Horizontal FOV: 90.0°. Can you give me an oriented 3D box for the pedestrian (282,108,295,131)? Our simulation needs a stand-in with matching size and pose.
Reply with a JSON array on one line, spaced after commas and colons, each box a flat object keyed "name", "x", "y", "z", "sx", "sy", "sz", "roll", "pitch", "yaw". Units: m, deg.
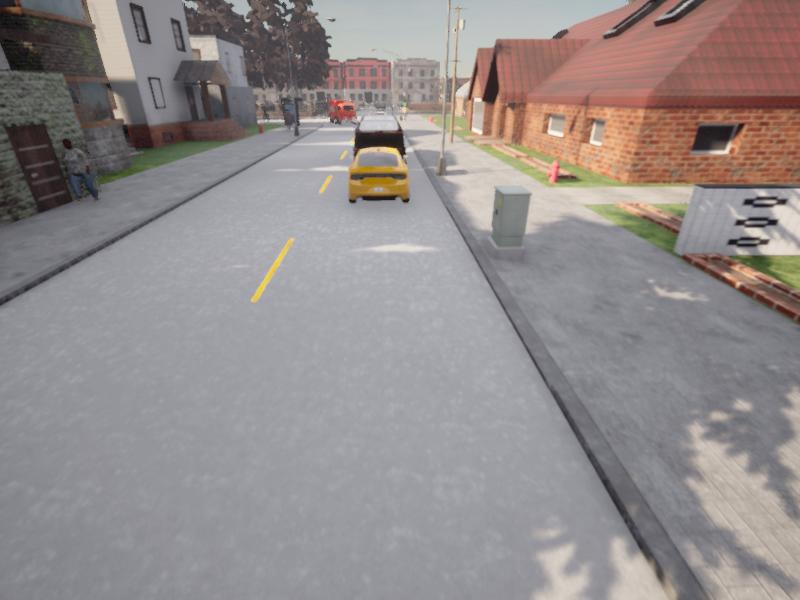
[{"name": "pedestrian", "x": -9.850, "y": -15.947, "z": 35.332, "sx": 0.751, "sy": 1.860, "sz": 0.751, "roll": -1, "pitch": 27, "yaw": -1}]

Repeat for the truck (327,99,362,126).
[{"name": "truck", "x": -6.368, "y": -21.316, "z": 45.395, "sx": 2.627, "sy": 2.467, "sz": 5.204, "roll": -9, "pitch": 29, "yaw": -19}]

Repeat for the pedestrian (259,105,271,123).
[{"name": "pedestrian", "x": -15.208, "y": -20.939, "z": 45.046, "sx": 0.751, "sy": 1.860, "sz": 0.751, "roll": 20, "pitch": 33, "yaw": 34}]

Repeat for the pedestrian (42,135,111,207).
[{"name": "pedestrian", "x": -9.268, "y": -3.712, "z": 11.536, "sx": 0.751, "sy": 1.860, "sz": 0.751, "roll": -1, "pitch": 27, "yaw": -2}]

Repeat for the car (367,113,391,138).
[{"name": "car", "x": -1.693, "y": -14.514, "z": 33.123, "sx": 1.851, "sy": 1.617, "sz": 3.988, "roll": -1, "pitch": 27, "yaw": -1}]

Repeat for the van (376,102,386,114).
[{"name": "van", "x": -3.638, "y": -36.405, "z": 75.797, "sx": 1.775, "sy": 1.987, "sz": 4.442, "roll": -1, "pitch": 27, "yaw": -2}]

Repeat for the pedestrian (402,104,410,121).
[{"name": "pedestrian", "x": 0.700, "y": -22.838, "z": 48.769, "sx": 0.751, "sy": 1.860, "sz": 0.751, "roll": 8, "pitch": 28, "yaw": 14}]

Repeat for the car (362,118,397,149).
[{"name": "car", "x": -1.356, "y": -11.330, "z": 27.030, "sx": 2.128, "sy": 1.511, "sz": 4.902, "roll": -1, "pitch": 27, "yaw": -2}]

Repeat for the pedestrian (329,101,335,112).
[{"name": "pedestrian", "x": -12.641, "y": -35.964, "z": 74.312, "sx": 0.751, "sy": 1.860, "sz": 0.751, "roll": 0, "pitch": 27, "yaw": 1}]

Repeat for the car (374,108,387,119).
[{"name": "car", "x": -2.959, "y": -28.697, "z": 61.539, "sx": 1.895, "sy": 1.301, "sz": 4.718, "roll": -1, "pitch": 27, "yaw": -2}]

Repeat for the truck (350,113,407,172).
[{"name": "truck", "x": -1.024, "y": -8.060, "z": 20.022, "sx": 2.390, "sy": 2.098, "sz": 6.274, "roll": -1, "pitch": 27, "yaw": -2}]

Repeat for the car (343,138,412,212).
[{"name": "car", "x": -0.708, "y": -4.401, "z": 13.515, "sx": 1.882, "sy": 1.535, "sz": 5.008, "roll": -1, "pitch": 27, "yaw": -2}]
